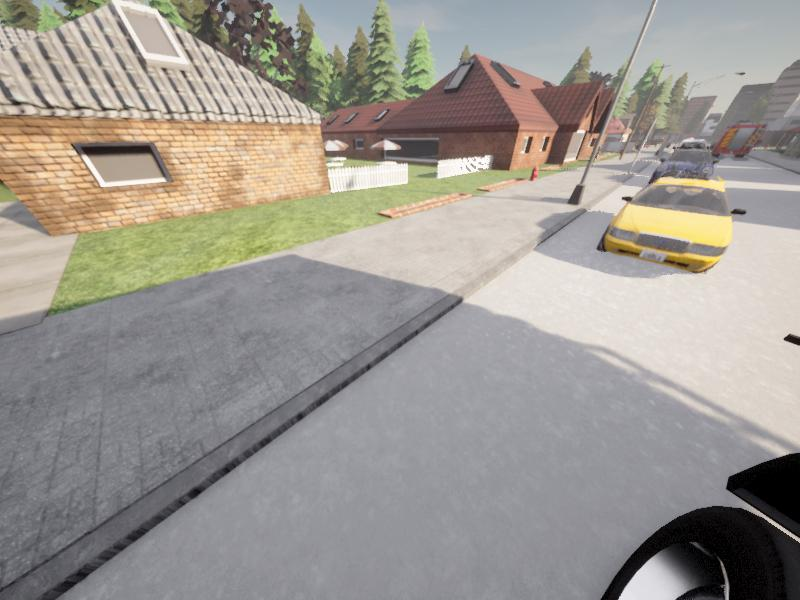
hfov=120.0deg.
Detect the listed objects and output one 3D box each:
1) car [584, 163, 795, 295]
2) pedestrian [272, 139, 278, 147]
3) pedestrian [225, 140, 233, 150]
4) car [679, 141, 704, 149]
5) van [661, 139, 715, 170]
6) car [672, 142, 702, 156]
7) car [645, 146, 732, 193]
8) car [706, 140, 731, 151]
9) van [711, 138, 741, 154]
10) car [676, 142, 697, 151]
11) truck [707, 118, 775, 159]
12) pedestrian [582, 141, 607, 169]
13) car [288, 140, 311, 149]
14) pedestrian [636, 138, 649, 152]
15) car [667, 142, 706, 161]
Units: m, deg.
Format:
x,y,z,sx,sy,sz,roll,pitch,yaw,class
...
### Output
x,y,z,sx,sy,sz,roll,pitch,yaw,class
6.578,-2.179,5.598,5.366,1.575,1.801,-30,44,-35,car
-37.104,-46.580,68.558,0.751,1.860,0.751,-24,41,-29,pedestrian
-39.440,-35.749,53.181,0.751,1.860,0.751,-24,41,-30,pedestrian
70.534,-37.514,55.901,4.181,1.385,1.994,-14,37,-19,car
24.858,-12.717,20.045,4.480,2.038,2.069,-29,44,-35,van
41.460,-21.893,33.438,4.792,1.488,2.163,-29,45,-35,car
15.493,-7.284,12.602,2.097,1.767,4.553,30,45,35,car
59.429,-28.913,43.157,5.238,1.638,1.930,-29,44,-35,car
50.099,-23.773,35.619,4.442,1.987,1.775,-30,44,-35,van
59.466,-31.894,47.947,4.902,1.511,2.128,-30,44,-35,car
43.853,-20.986,30.105,8.468,3.827,2.891,-29,44,-35,truck
15.399,-11.514,18.334,0.751,1.860,0.751,-29,44,-34,pedestrian
-28.914,-45.018,66.728,5.566,2.045,2.150,-30,44,-35,car
39.495,-25.240,37.668,0.751,1.860,0.751,23,41,30,pedestrian
33.895,-17.685,27.361,4.611,1.667,2.242,-29,44,-35,car
